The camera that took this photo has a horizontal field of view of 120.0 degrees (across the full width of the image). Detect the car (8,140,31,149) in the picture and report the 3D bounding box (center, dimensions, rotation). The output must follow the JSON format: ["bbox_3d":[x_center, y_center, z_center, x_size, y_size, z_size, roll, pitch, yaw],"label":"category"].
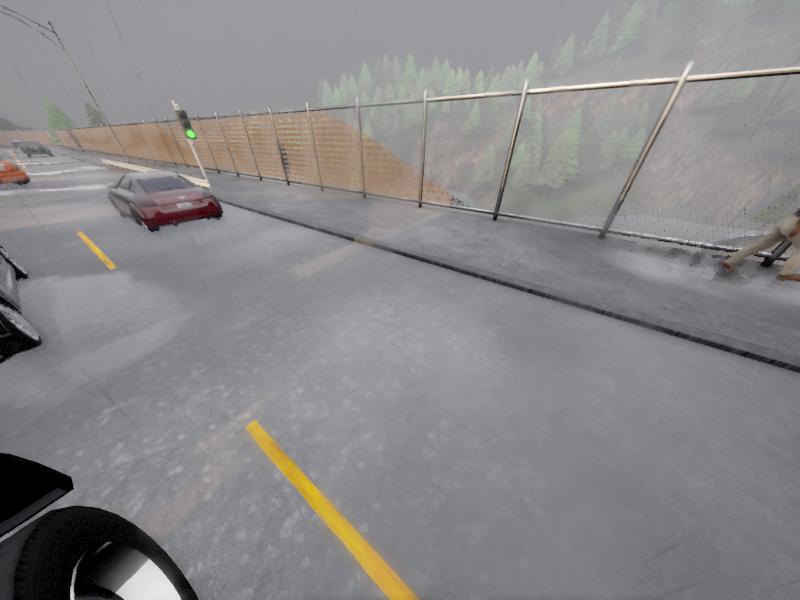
[{"bbox_3d":[-80.565,-33.015,48.921,5.008,1.535,1.882,22,41,28],"label":"car"}]

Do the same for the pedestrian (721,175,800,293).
[{"bbox_3d":[6.695,-1.192,3.819,0.751,1.860,0.751,27,43,32],"label":"pedestrian"}]

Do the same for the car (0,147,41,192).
[{"bbox_3d":[-21.968,-6.240,11.071,4.553,1.767,2.097,-9,36,-12],"label":"car"}]

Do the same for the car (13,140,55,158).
[{"bbox_3d":[-47.617,-19.740,30.068,4.553,1.767,2.097,22,41,28],"label":"car"}]

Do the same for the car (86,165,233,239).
[{"bbox_3d":[-7.743,-3.373,7.466,4.181,1.385,1.994,22,41,28],"label":"car"}]

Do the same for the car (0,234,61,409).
[{"bbox_3d":[-6.538,-0.177,2.715,5.238,1.638,1.930,22,41,28],"label":"car"}]
